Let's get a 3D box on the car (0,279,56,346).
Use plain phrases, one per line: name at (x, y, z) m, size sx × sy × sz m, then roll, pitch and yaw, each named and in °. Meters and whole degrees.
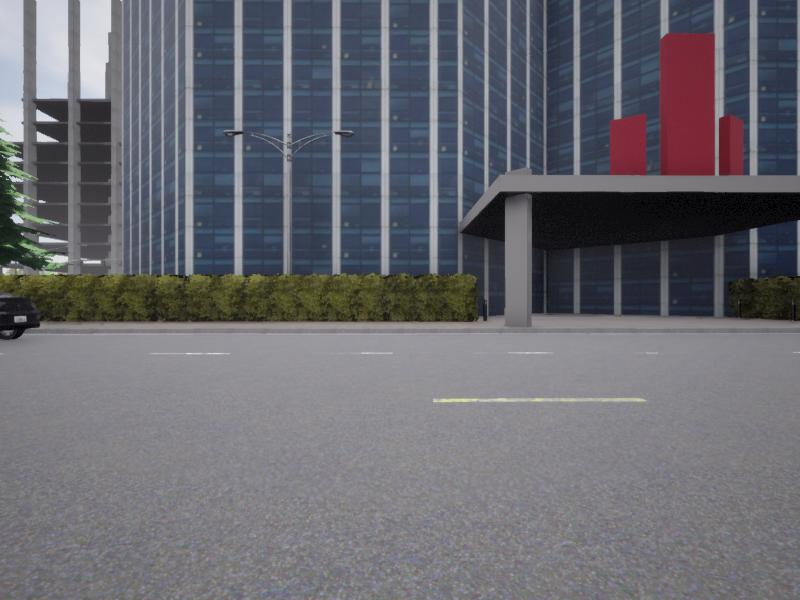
car at (-10.934, 0.270, 9.061) m, size 4.674 × 1.442 × 1.812 m, roll 0°, pitch 0°, yaw -1°
